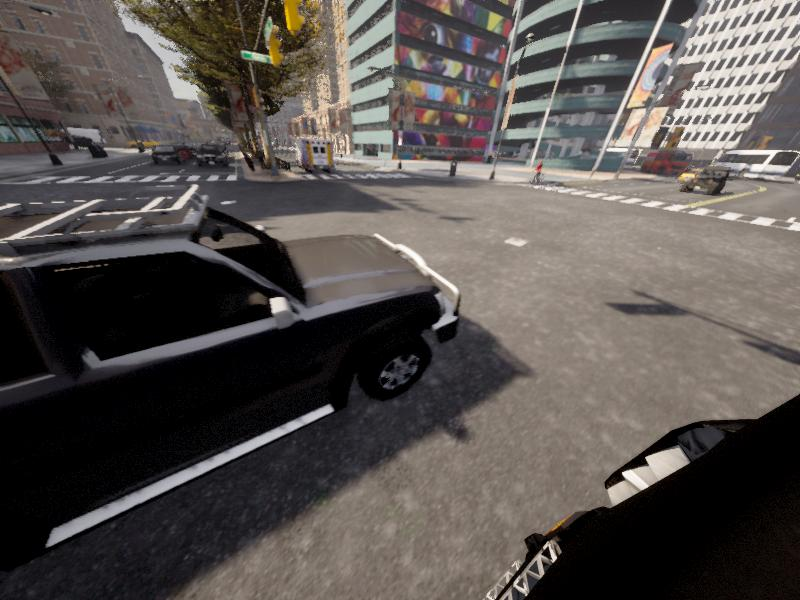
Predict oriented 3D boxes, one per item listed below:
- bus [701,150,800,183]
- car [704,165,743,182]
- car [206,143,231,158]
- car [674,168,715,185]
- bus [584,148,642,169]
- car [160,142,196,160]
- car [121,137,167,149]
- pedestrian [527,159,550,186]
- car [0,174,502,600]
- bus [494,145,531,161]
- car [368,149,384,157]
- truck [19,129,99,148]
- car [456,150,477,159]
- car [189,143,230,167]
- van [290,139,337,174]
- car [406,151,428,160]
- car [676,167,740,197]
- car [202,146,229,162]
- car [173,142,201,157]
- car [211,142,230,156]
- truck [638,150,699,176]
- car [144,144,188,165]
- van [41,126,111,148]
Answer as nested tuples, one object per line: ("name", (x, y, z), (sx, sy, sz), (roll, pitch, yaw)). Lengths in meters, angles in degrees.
("bus", (59.918, -23.297, 39.866), (3.944, 4.253, 10.273), (11, 34, 13))
("car", (49.496, -19.486, 35.460), (1.905, 1.878, 3.866), (22, 38, 26))
("car", (-24.800, -20.515, 31.727), (2.128, 1.511, 4.902), (-16, 38, -26))
("car", (35.307, -14.859, 27.677), (5.366, 1.575, 1.801), (-18, 39, -29))
("bus", (56.788, -38.220, 62.183), (3.944, 4.253, 10.273), (-9, 35, -18))
("car", (-25.106, -16.991, 26.364), (2.007, 1.525, 4.514), (-16, 38, -26))
("car", (-47.340, -29.039, 42.837), (1.801, 1.575, 5.366), (27, 40, 32))
("pedestrian", (11.017, -10.169, 18.447), (0.751, 1.860, 0.751), (-18, 39, -28))
("car", (-1.750, 0.157, 1.903), (4.605, 1.855, 1.932), (-16, 38, -26))
("bus", (38.173, -50.078, 78.692), (3.944, 4.253, 10.273), (-16, 38, -26))
("car", (-5.825, -35.702, 55.975), (2.161, 1.482, 4.786), (-16, 38, -26))
("truck", (-52.559, -25.041, 35.930), (6.274, 2.098, 2.390), (-17, 38, -27))
("car", (19.934, -43.712, 69.339), (2.435, 2.045, 5.566), (-16, 38, -26))
("car", (-17.787, -13.710, 21.829), (2.242, 1.667, 4.611), (-16, 38, -26))
("van", (-8.081, -13.297, 21.255), (2.351, 2.431, 6.366), (-16, 38, -26))
("car", (3.577, -31.035, 49.563), (2.128, 1.511, 4.902), (-16, 38, -26))
("car", (25.224, -9.771, 18.937), (3.866, 1.878, 1.905), (-17, 38, -26))
("car", (-21.446, -17.161, 27.043), (1.994, 1.385, 4.181), (-16, 38, -26))
("car", (-28.428, -20.203, 30.996), (1.837, 1.490, 4.892), (-16, 38, -27))
("car", (-28.144, -23.835, 36.405), (1.851, 1.617, 3.988), (-16, 38, -26))
("truck", (50.670, -26.348, 44.164), (2.891, 3.827, 8.468), (11, 34, 13))
("car", (-21.719, -13.682, 21.695), (1.812, 1.442, 4.674), (-16, 38, -26))
("van", (-53.785, -27.166, 38.649), (5.915, 2.561, 1.988), (-18, 39, -28))
